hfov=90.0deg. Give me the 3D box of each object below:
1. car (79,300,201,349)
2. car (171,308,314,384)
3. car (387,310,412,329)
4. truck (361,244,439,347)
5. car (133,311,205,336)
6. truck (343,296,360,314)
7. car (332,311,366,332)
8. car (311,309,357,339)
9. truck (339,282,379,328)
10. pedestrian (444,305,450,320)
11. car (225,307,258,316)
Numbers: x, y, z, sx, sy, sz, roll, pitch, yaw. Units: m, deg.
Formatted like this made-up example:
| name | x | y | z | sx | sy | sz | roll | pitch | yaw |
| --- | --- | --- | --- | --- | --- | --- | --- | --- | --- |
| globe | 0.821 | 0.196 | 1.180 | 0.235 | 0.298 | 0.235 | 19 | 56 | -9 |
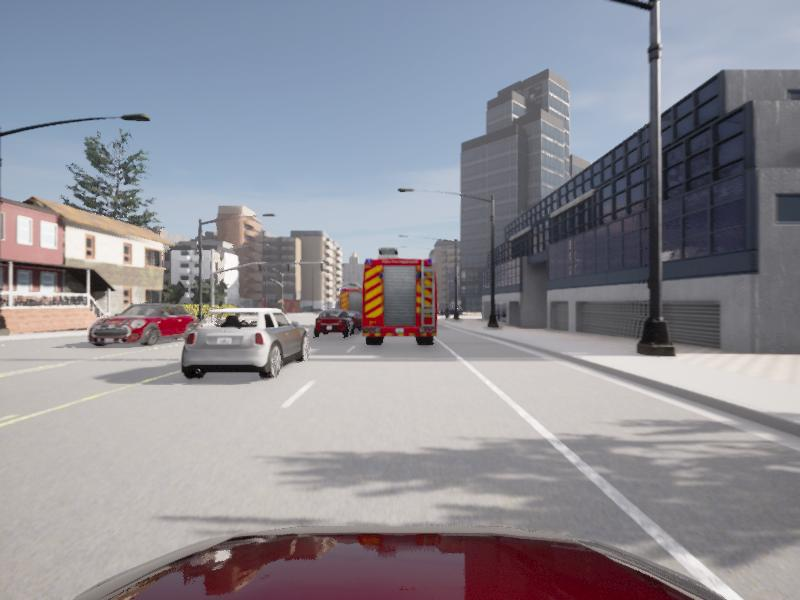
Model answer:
| name | x | y | z | sx | sy | sz | roll | pitch | yaw |
| --- | --- | --- | --- | --- | --- | --- | --- | --- | --- |
| car | -10.508 | 0.931 | 16.710 | 2.097 | 1.767 | 4.553 | 0 | -2 | 0 |
| car | -3.509 | 0.937 | 9.784 | 1.970 | 1.475 | 3.806 | 0 | -1 | 0 |
| car | -0.023 | 1.635 | 35.333 | 2.038 | 1.542 | 4.974 | 0 | -1 | 0 |
| truck | -0.007 | -0.017 | 19.061 | 2.891 | 3.827 | 8.468 | 0 | -2 | 0 |
| car | -14.013 | 1.397 | 24.596 | 1.994 | 1.385 | 4.181 | 0 | -2 | 0 |
| truck | -10.566 | 1.099 | 88.057 | 2.891 | 3.827 | 8.468 | 0 | -1 | 0 |
| car | -3.552 | 1.495 | 28.741 | 1.812 | 1.442 | 4.674 | 0 | -2 | 0 |
| car | -3.513 | 1.252 | 21.921 | 1.816 | 1.474 | 4.193 | 0 | -2 | 0 |
| truck | -3.625 | 0.537 | 37.470 | 2.891 | 3.827 | 8.468 | 0 | -1 | 0 |
| pedestrian | 5.967 | 1.569 | 50.654 | 0.751 | 1.860 | 0.751 | 0 | 0 | 0 |
| car | -27.839 | 1.981 | 70.277 | 5.027 | 1.651 | 2.152 | 0 | 0 | 1 |
